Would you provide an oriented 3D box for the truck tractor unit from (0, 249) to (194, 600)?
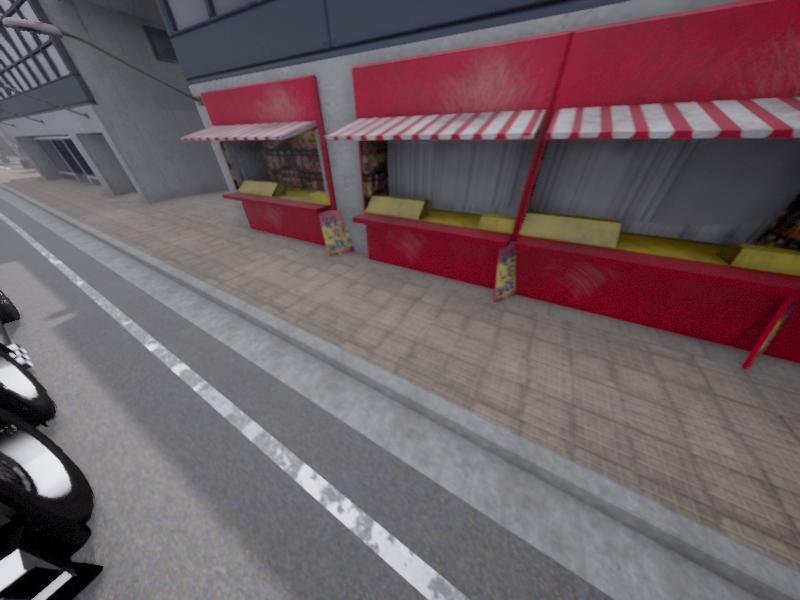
[{"bbox_3d":[-5.084,-0.328,0.813,6.516,4.208,3.053,19,39,25],"label":"truck tractor unit"}]
